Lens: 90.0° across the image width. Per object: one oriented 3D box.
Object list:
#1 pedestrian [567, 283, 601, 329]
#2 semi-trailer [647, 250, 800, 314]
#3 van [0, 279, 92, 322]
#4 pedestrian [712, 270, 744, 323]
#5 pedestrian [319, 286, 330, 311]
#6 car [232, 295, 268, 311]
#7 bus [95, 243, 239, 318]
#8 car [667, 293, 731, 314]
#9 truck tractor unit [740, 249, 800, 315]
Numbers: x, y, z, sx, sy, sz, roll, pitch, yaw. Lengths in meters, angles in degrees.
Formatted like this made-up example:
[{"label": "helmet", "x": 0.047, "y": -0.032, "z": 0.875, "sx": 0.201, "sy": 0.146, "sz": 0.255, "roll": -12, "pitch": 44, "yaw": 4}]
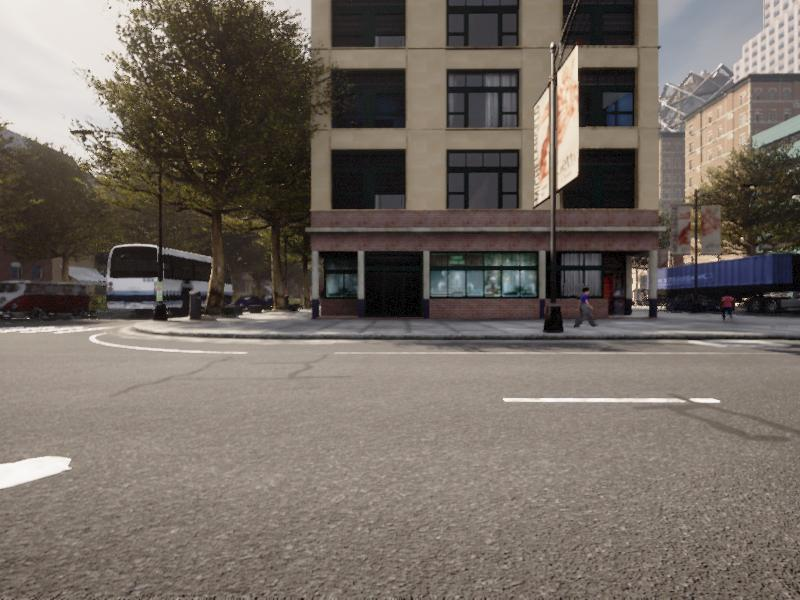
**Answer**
[{"label": "pedestrian", "x": 5.365, "y": 0.162, "z": 11.702, "sx": 0.751, "sy": 1.300, "sz": 0.751, "roll": 0, "pitch": 0, "yaw": 13}, {"label": "semi-trailer", "x": 27.035, "y": -1.237, "z": 34.579, "sx": 2.717, "sy": 4.402, "sz": 14.254, "roll": 0, "pitch": 0, "yaw": 1}, {"label": "van", "x": -18.683, "y": 0.012, "z": 20.889, "sx": 1.775, "sy": 1.987, "sz": 4.442, "roll": 0, "pitch": 0, "yaw": 1}, {"label": "pedestrian", "x": 11.795, "y": -0.124, "z": 14.406, "sx": 0.751, "sy": 1.860, "sz": 0.751, "roll": 0, "pitch": 0, "yaw": 27}, {"label": "pedestrian", "x": -5.671, "y": -0.109, "z": 29.951, "sx": 0.751, "sy": 1.860, "sz": 0.751, "roll": 0, "pitch": 0, "yaw": -17}, {"label": "car", "x": -15.013, "y": 0.284, "z": 40.256, "sx": 1.812, "sy": 1.442, "sz": 4.674, "roll": 0, "pitch": 0, "yaw": 1}, {"label": "bus", "x": -15.238, "y": -1.117, "z": 27.760, "sx": 3.944, "sy": 4.253, "sz": 10.273, "roll": 0, "pitch": 0, "yaw": 0}, {"label": "car", "x": 22.868, "y": 0.237, "z": 30.849, "sx": 1.816, "sy": 1.474, "sz": 4.193, "roll": 0, "pitch": 0, "yaw": 1}, {"label": "truck tractor unit", "x": 26.870, "y": -1.141, "z": 26.670, "sx": 3.053, "sy": 4.208, "sz": 6.516, "roll": 0, "pitch": 0, "yaw": 3}]
